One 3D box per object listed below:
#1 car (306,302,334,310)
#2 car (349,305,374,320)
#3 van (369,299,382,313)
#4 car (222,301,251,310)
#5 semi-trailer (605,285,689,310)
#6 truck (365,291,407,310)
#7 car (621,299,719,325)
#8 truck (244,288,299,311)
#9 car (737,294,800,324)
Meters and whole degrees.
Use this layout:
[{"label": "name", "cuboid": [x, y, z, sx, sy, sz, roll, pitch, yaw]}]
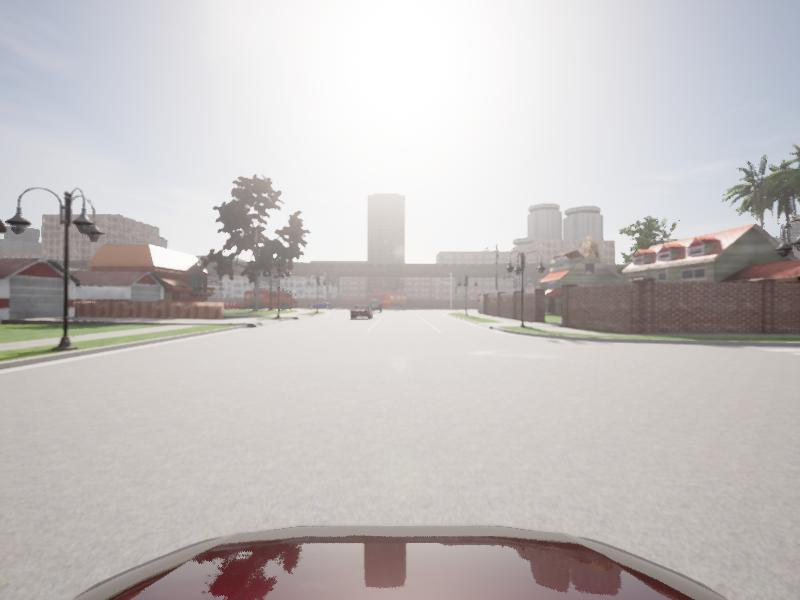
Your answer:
[{"label": "car", "cuboid": [-15.666, 1.093, 78.712, 5.008, 1.535, 1.882, 0, 0, 1]}, {"label": "car", "cuboid": [-3.587, 1.124, 37.802, 1.895, 1.301, 4.718, 0, 0, 0]}, {"label": "van", "cuboid": [-3.642, 0.870, 60.152, 1.775, 1.987, 4.442, 0, 0, 0]}, {"label": "car", "cuboid": [-29.439, 0.979, 72.050, 4.514, 1.525, 2.007, 0, 0, 1]}, {"label": "semi-trailer", "cuboid": [47.220, -0.426, 76.630, 14.254, 4.402, 2.717, -1, 0, 1]}, {"label": "truck", "cuboid": [-2.759, 0.047, 82.052, 8.468, 3.827, 2.891, 0, 0, 0]}, {"label": "car", "cuboid": [17.736, 0.746, 26.502, 5.027, 1.636, 2.152, 0, 0, 0]}, {"label": "truck", "cuboid": [-21.917, -0.136, 68.404, 8.468, 3.827, 2.891, 0, 0, 2]}, {"label": "car", "cuboid": [25.407, 0.590, 26.488, 4.605, 1.855, 1.932, 0, 0, 0]}]
